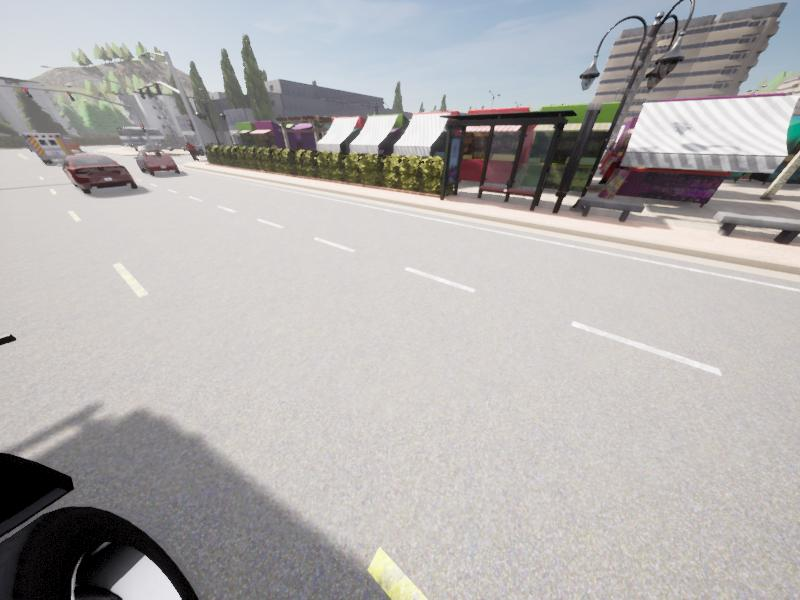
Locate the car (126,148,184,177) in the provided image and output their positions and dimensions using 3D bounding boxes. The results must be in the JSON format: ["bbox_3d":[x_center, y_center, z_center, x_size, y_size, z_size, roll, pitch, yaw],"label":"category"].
[{"bbox_3d":[-17.694,-10.006,16.669,3.633,1.501,1.845,25,42,31],"label":"car"}]

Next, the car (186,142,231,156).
[{"bbox_3d":[-28.137,-22.294,34.045,2.007,1.525,4.514,24,41,30],"label":"car"}]

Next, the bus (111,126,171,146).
[{"bbox_3d":[-71.731,-45.655,64.534,3.944,4.253,10.273,4,35,5],"label":"bus"}]

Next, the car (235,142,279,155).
[{"bbox_3d":[-22.056,-23.584,35.872,1.801,1.575,5.366,24,42,30],"label":"car"}]

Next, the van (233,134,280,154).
[{"bbox_3d":[-23.697,-26.109,38.613,1.988,2.561,5.915,24,41,29],"label":"van"}]

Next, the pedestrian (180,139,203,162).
[{"bbox_3d":[-20.163,-14.455,22.375,0.751,1.860,0.751,-5,36,-8],"label":"pedestrian"}]

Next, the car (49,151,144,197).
[{"bbox_3d":[-15.539,-6.563,11.791,5.008,1.535,1.882,23,41,28],"label":"car"}]

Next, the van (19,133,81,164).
[{"bbox_3d":[-35.977,-15.620,23.734,6.366,2.431,2.351,23,41,29],"label":"van"}]
